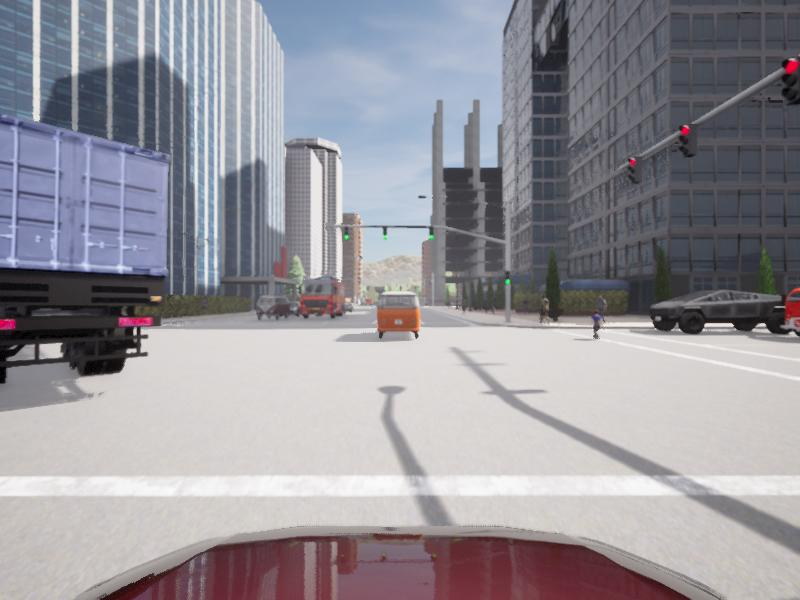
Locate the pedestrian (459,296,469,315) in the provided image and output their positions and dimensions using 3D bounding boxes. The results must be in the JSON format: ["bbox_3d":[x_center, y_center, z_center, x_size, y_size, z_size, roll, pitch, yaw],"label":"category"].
[{"bbox_3d":[6.199,0.536,38.807,0.751,1.860,0.751,0,0,-2],"label":"pedestrian"}]

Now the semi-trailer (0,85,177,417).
[{"bbox_3d":[-9.938,-0.613,10.766,14.254,4.402,2.717,0,-1,44],"label":"semi-trailer"}]

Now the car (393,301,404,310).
[{"bbox_3d":[-0.261,0.937,70.254,1.837,1.490,4.892,0,0,0],"label":"car"}]

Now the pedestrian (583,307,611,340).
[{"bbox_3d":[8.000,0.939,16.249,0.751,1.300,0.751,0,0,-3],"label":"pedestrian"}]

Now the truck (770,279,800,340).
[{"bbox_3d":[18.677,0.378,16.066,5.204,2.467,2.627,0,0,0],"label":"truck"}]

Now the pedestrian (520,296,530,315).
[{"bbox_3d":[12.644,0.534,40.366,0.751,1.860,0.751,0,0,-6],"label":"pedestrian"}]

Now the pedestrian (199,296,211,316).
[{"bbox_3d":[-17.933,0.533,36.761,0.751,1.860,0.751,0,0,0],"label":"pedestrian"}]

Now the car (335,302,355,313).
[{"bbox_3d":[-7.194,0.977,52.642,1.994,1.385,4.181,0,0,-1],"label":"car"}]

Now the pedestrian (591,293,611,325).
[{"bbox_3d":[11.880,0.516,23.653,0.751,1.860,0.751,0,0,-19],"label":"pedestrian"}]

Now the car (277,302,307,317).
[{"bbox_3d":[-10.641,0.906,39.831,1.970,1.475,3.806,0,0,0],"label":"car"}]

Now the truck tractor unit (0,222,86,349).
[{"bbox_3d":[-16.134,-0.499,15.400,6.516,4.208,3.053,0,0,15],"label":"truck tractor unit"}]

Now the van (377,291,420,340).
[{"bbox_3d":[-0.066,0.624,18.415,1.775,1.987,4.442,0,0,0],"label":"van"}]

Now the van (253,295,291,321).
[{"bbox_3d":[-10.619,0.643,33.535,1.775,1.987,4.442,0,0,0],"label":"van"}]

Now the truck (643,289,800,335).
[{"bbox_3d":[15.759,0.568,19.598,6.274,2.098,2.390,0,0,1],"label":"truck"}]

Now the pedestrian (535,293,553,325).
[{"bbox_3d":[8.473,0.516,23.535,0.751,1.860,0.751,0,0,-11],"label":"pedestrian"}]

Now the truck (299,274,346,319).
[{"bbox_3d":[-7.142,-0.271,38.130,2.891,3.827,8.468,0,0,0],"label":"truck"}]
